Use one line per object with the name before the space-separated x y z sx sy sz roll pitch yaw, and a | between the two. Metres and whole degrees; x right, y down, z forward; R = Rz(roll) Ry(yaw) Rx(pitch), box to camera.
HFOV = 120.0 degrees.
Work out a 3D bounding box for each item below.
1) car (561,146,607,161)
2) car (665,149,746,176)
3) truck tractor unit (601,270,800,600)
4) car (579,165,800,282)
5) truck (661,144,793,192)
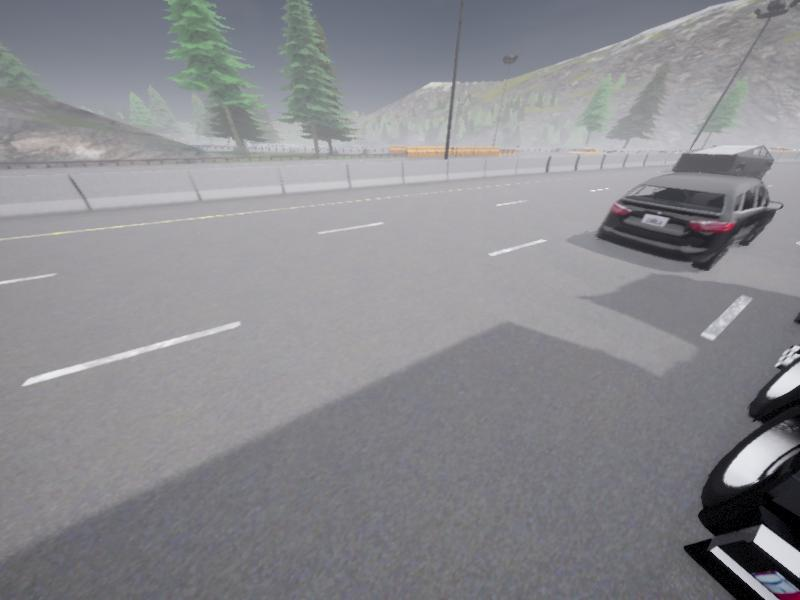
car | 24.968 -19.939 31.387 5.366 1.575 1.801 -11 37 -16
car | 25.637 -11.659 19.465 4.611 1.667 2.242 -12 37 -17
truck tractor unit | 5.123 -0.290 0.764 6.516 4.208 3.053 -18 39 -24
car | 7.346 -2.237 5.800 4.611 1.667 2.242 -17 39 -23
truck | 19.616 -8.115 13.958 6.274 2.098 2.390 -14 37 -19
